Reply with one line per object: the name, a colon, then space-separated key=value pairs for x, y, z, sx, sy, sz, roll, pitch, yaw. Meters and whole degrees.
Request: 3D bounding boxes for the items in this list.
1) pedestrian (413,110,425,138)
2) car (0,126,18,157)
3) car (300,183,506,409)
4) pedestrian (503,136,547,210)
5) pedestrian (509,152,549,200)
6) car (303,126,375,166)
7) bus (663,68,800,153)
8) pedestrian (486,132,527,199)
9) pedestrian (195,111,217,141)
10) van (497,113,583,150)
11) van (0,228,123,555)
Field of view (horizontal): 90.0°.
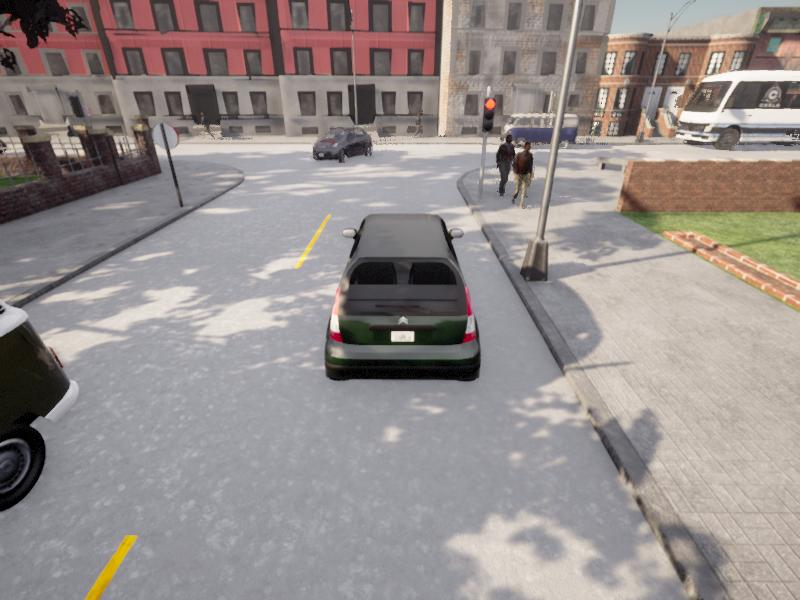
pedestrian: x=1.389 y=-12.986 z=29.579 sx=0.751 sy=1.860 sz=0.751 roll=5 pitch=28 yaw=9
car: x=-24.238 y=-8.569 z=21.665 sx=4.892 sy=1.490 sz=1.837 roll=0 pitch=27 yaw=0
car: x=0.042 y=-0.456 z=5.744 sx=1.851 sy=1.617 sz=3.988 roll=0 pitch=27 yaw=0
pedestrian: x=3.424 y=-3.507 z=11.107 sx=0.751 sy=1.860 sz=0.751 roll=0 pitch=27 yaw=-1
pedestrian: x=3.963 y=-3.848 z=12.384 sx=0.751 sy=1.300 sz=0.751 roll=-6 pitch=28 yaw=-11
car: x=-2.981 y=-7.983 z=20.483 sx=1.845 sy=1.501 sz=3.633 roll=12 pitch=30 yaw=23
bus: x=22.836 y=-11.400 z=24.156 sx=10.273 sy=4.253 sz=3.944 roll=0 pitch=27 yaw=0
pedestrian: x=3.250 y=-4.142 z=12.343 sx=0.751 sy=1.860 sz=0.751 roll=-7 pitch=28 yaw=-13
pedestrian: x=-13.615 y=-12.225 z=28.099 sx=0.751 sy=1.860 sz=0.751 roll=0 pitch=27 yaw=0
van: x=8.584 y=-10.501 z=24.882 sx=4.442 sy=1.987 sz=1.775 roll=0 pitch=27 yaw=0
van: x=-3.993 y=1.335 z=1.783 sx=2.069 sy=2.038 sz=4.480 roll=0 pitch=27 yaw=1
